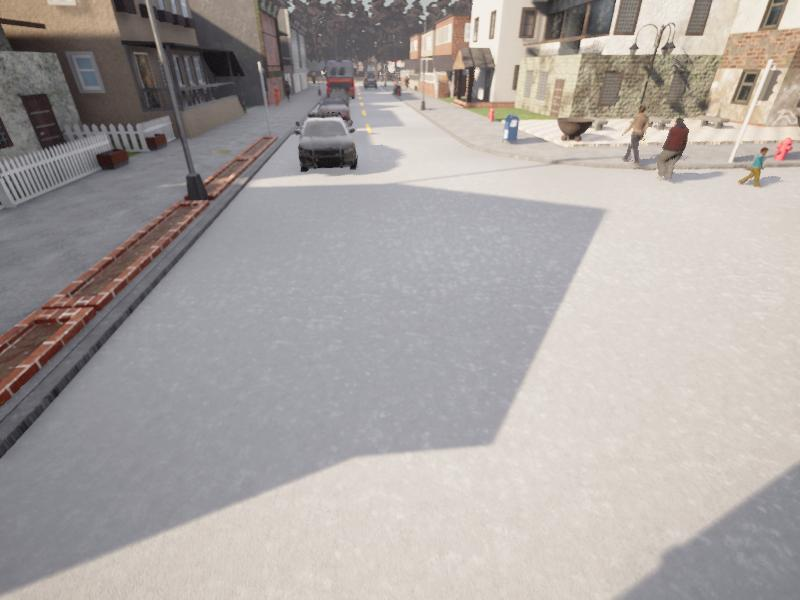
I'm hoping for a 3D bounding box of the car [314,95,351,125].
[{"bbox_3d":[-4.180,-12.110,25.396,1.994,1.385,4.181,-3,30,-5],"label":"car"}]

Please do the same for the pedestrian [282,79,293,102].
[{"bbox_3d":[-10.663,-19.906,38.002,0.751,1.860,0.751,-6,31,-10],"label":"pedestrian"}]

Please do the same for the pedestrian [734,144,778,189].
[{"bbox_3d":[10.108,-3.796,11.377,0.500,1.100,0.500,-20,36,-31],"label":"pedestrian"}]

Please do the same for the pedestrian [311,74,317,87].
[{"bbox_3d":[-13.817,-35.173,64.142,0.751,1.860,0.751,-2,30,-3],"label":"pedestrian"}]

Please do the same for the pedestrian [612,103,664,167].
[{"bbox_3d":[7.861,-5.478,13.299,0.751,1.860,0.751,-5,31,-9],"label":"pedestrian"}]

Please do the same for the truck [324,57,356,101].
[{"bbox_3d":[-6.391,-24.084,43.464,2.891,3.827,8.468,-3,30,-5],"label":"truck"}]

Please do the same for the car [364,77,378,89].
[{"bbox_3d":[-4.602,-34.142,62.958,2.038,1.542,4.974,-3,30,-5],"label":"car"}]

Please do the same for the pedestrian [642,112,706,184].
[{"bbox_3d":[7.987,-4.446,11.737,0.751,1.860,0.751,-3,30,-5],"label":"pedestrian"}]

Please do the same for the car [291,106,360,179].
[{"bbox_3d":[-2.688,-5.841,14.391,1.930,1.638,5.238,-5,31,-9],"label":"car"}]

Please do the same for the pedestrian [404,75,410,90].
[{"bbox_3d":[0.990,-30.976,56.955,0.751,1.860,0.751,3,30,5],"label":"pedestrian"}]

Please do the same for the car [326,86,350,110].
[{"bbox_3d":[-5.171,-17.103,33.759,1.789,1.549,3.705,-3,30,-5],"label":"car"}]

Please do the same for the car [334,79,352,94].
[{"bbox_3d":[-7.471,-28.424,53.218,2.163,1.488,4.792,-3,30,-5],"label":"car"}]

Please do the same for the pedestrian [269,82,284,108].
[{"bbox_3d":[-9.872,-16.379,31.962,0.751,1.860,0.751,-13,33,-20],"label":"pedestrian"}]
